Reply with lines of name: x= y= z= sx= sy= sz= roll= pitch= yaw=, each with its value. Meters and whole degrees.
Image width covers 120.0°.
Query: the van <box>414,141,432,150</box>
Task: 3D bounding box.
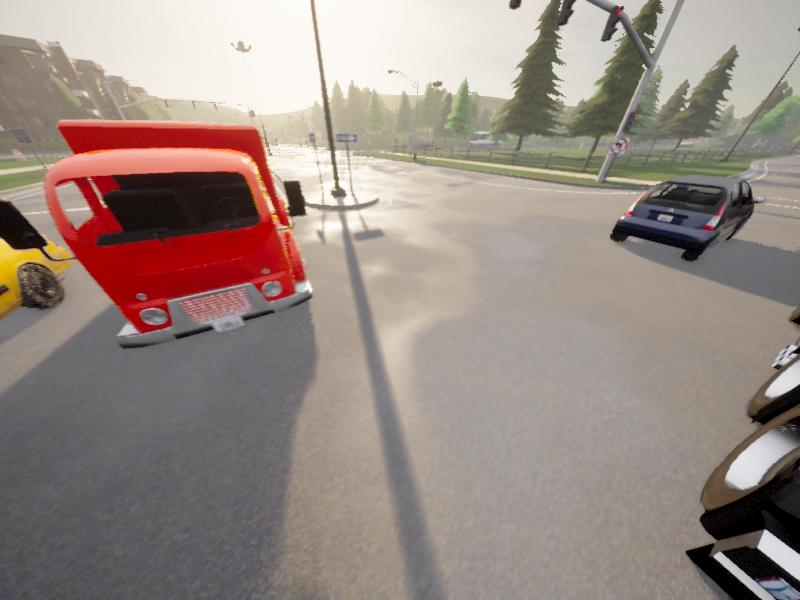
van: x=6.249 y=-42.404 z=63.283 sx=4.442 sy=1.987 sz=1.775 roll=-18 pitch=39 yaw=-24

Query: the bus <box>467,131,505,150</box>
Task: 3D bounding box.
bus: x=25.481 y=-47.155 z=68.302 sx=10.273 sy=4.253 sz=3.944 roll=-18 pitch=39 yaw=-24

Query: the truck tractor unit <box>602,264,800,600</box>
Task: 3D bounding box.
truck tractor unit: x=5.111 y=-0.300 z=0.783 sx=6.516 sy=4.208 sz=3.053 roll=-18 pitch=39 yaw=-24

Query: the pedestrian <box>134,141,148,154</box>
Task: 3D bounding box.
pedestrian: x=-43.439 y=-25.631 z=38.778 sx=0.751 sy=1.860 sz=0.751 roll=-16 pitch=38 yaw=-23

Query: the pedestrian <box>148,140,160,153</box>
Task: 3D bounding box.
pedestrian: x=-45.677 y=-28.529 z=42.923 sx=0.751 sy=1.860 sz=0.751 roll=-15 pitch=38 yaw=-20

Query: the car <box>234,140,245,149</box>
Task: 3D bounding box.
car: x=-43.431 y=-42.032 z=62.390 sx=1.905 sy=1.878 sz=3.866 roll=-18 pitch=39 yaw=-25

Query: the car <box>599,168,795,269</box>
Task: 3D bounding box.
car: x=7.696 y=-2.372 z=6.082 sx=3.988 sy=1.617 sz=1.851 roll=-18 pitch=39 yaw=-24

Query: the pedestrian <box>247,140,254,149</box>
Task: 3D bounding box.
pedestrian: x=-35.748 y=-37.226 z=55.252 sx=0.751 sy=1.860 sz=0.751 roll=-11 pitch=37 yaw=-16

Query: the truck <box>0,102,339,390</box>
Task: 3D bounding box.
truck: x=-3.372 y=-1.680 z=4.228 sx=2.627 sy=2.467 sz=5.204 roll=-18 pitch=39 yaw=-24

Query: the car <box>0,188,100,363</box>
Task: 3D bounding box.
car: x=-5.774 y=0.314 z=2.121 sx=1.801 sy=1.575 sz=5.366 roll=-18 pitch=38 yaw=-24
